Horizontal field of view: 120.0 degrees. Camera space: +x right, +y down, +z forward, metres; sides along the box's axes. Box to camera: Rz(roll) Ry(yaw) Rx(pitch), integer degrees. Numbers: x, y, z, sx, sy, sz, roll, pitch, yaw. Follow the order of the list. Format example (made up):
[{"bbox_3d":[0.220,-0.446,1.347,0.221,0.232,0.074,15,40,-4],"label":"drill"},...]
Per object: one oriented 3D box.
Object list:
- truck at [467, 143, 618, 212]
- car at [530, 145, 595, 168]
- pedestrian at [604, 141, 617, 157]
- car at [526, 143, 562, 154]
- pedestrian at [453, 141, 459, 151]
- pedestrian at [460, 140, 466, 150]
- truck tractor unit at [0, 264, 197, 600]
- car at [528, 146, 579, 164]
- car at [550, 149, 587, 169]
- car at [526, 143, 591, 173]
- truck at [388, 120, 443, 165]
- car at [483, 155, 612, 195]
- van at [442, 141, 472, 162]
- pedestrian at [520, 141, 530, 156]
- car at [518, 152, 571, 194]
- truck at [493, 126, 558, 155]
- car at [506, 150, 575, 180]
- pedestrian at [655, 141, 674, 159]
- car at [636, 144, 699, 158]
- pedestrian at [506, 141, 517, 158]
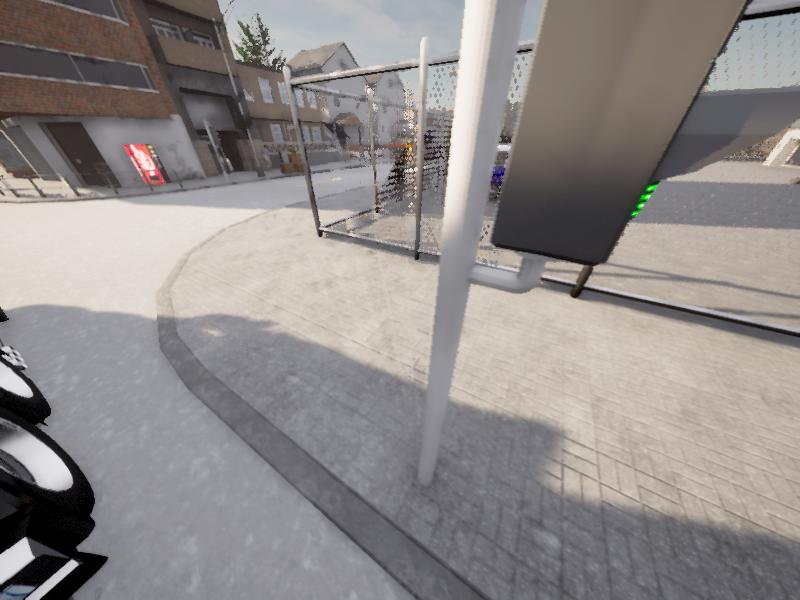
[{"bbox_3d":[5.444,-5.198,9.515,4.478,2.038,2.069,18,39,24],"label":"truck"},{"bbox_3d":[15.289,-13.744,22.032,4.611,1.667,2.242,18,39,24],"label":"car"},{"bbox_3d":[29.207,-21.006,32.078,0.751,1.860,0.751,22,41,29],"label":"pedestrian"},{"bbox_3d":[25.785,-27.171,41.379,5.027,1.651,2.152,18,39,25],"label":"car"},{"bbox_3d":[11.503,-31.739,47.600,0.751,1.860,0.751,19,39,25],"label":"pedestrian"},{"bbox_3d":[13.986,-34.408,51.408,0.751,1.860,0.751,22,41,29],"label":"pedestrian"},{"bbox_3d":[-5.115,-0.295,0.787,6.516,4.208,3.053,18,39,24],"label":"truck tractor unit"},{"bbox_3d":[16.239,-15.472,24.623,4.193,1.474,1.816,18,39,24],"label":"car"},{"bbox_3d":[14.752,-12.428,20.329,2.207,1.379,1.481,18,39,24],"label":"car"},{"bbox_3d":[12.921,-11.771,19.033,3.866,1.878,1.905,18,39,24],"label":"car"},{"bbox_3d":[2.100,-18.871,27.706,2.891,3.827,8.468,18,39,24],"label":"truck"},{"bbox_3d":[7.570,-6.862,12.433,5.357,1.415,2.033,18,39,24],"label":"car"},{"bbox_3d":[7.138,-18.553,28.778,2.069,2.038,4.480,18,39,24],"label":"van"},{"bbox_3d":[19.085,-23.254,35.374,0.751,1.860,0.751,10,36,15],"label":"pedestrian"},{"bbox_3d":[7.822,-6.988,12.487,1.789,1.547,3.705,18,39,24],"label":"car"},{"bbox_3d":[20.809,-26.744,38.875,8.468,3.827,2.891,1,35,2],"label":"truck"},{"bbox_3d":[9.556,-9.353,15.886,3.633,1.501,1.845,18,39,24],"label":"car"},{"bbox_3d":[33.214,-18.908,29.038,0.751,1.860,0.751,21,40,28],"label":"pedestrian"},{"bbox_3d":[37.028,-20.816,32.217,5.366,1.575,1.801,18,39,24],"label":"car"},{"bbox_3d":[15.298,-20.700,31.737,0.751,1.860,0.751,19,39,26],"label":"pedestrian"}]
